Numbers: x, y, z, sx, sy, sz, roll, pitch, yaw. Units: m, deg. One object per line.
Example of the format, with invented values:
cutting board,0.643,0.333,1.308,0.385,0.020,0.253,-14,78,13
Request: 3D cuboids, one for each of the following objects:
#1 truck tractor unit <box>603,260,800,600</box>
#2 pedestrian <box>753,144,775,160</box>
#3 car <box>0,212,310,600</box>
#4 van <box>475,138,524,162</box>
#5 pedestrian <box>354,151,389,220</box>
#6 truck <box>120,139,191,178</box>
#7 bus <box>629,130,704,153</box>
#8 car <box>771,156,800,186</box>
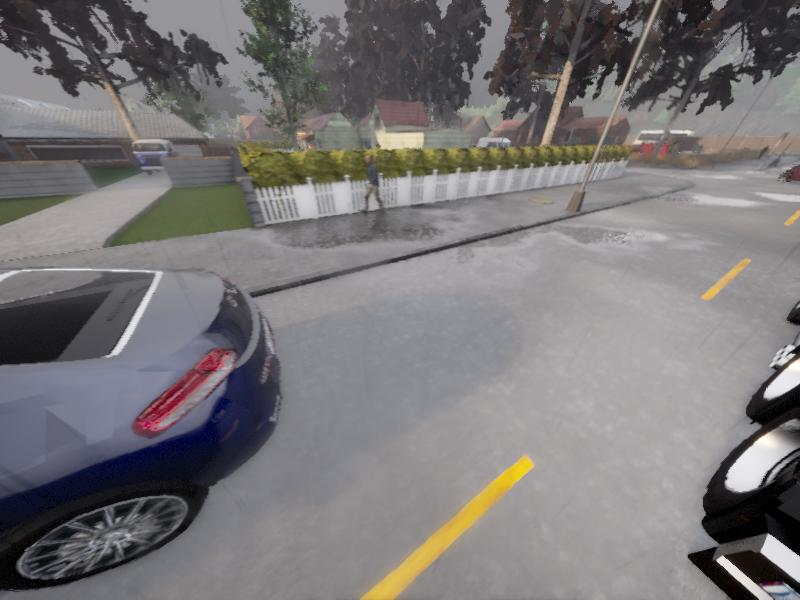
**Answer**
truck tractor unit,5.104,-0.307,0.799,6.516,4.208,3.053,-18,39,-25
pedestrian,50.206,-20.415,31.912,0.751,1.860,0.751,-19,39,-25
car,-3.473,0.950,1.196,5.027,1.651,2.152,-18,39,-25
van,13.394,-20.756,31.764,1.988,2.561,5.915,-18,39,-25
pedestrian,-0.894,-3.689,7.456,0.751,1.860,0.751,-18,39,-24
truck,-16.910,-10.136,16.344,2.069,2.038,4.478,-18,39,-25
bus,63.107,-37.916,55.316,3.944,4.253,10.273,-18,39,-25
car,26.059,-7.808,14.101,1.845,1.501,3.633,16,38,20
